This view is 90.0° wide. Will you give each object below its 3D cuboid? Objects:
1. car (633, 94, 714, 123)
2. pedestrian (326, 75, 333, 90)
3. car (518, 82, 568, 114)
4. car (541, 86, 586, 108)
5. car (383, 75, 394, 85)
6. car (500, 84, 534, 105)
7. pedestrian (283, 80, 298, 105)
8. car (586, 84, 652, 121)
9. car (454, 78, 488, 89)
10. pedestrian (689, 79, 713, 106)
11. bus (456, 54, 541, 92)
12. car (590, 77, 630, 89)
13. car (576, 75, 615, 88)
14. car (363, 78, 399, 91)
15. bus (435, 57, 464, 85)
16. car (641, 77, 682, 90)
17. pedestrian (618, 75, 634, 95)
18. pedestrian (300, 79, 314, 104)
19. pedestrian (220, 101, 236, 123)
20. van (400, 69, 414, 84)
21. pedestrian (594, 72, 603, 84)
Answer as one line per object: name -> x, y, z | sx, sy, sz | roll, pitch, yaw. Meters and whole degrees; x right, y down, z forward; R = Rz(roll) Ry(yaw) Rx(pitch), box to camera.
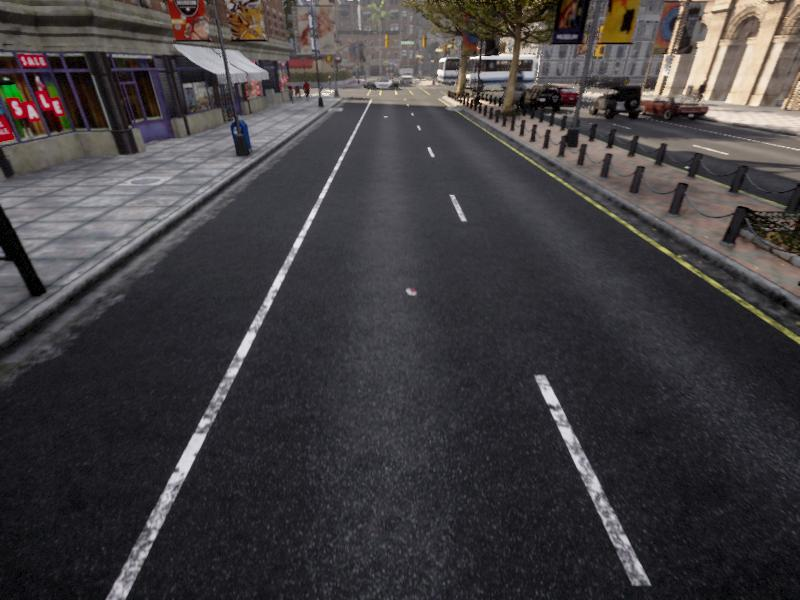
car -> 17.467, -12.469, 25.858 | 1.895, 1.301, 4.718 | -1, 30, -1
pedestrian -> -10.208, -31.604, 58.134 | 0.751, 1.860, 0.751 | -4, 31, -7
car -> 10.591, -15.261, 30.110 | 1.932, 1.855, 4.605 | -1, 30, -1
car -> 13.975, -17.510, 34.429 | 1.994, 1.385, 4.181 | -1, 30, -1
car -> -2.230, -42.469, 77.135 | 2.033, 1.411, 5.357 | -1, 30, -1
car -> 10.437, -18.499, 35.983 | 1.845, 1.501, 3.633 | -1, 30, -1
pedestrian -> -9.299, -17.644, 33.993 | 0.751, 1.860, 0.751 | 5, 31, 8
car -> 14.203, -12.998, 26.207 | 1.905, 1.878, 3.866 | -1, 30, -1
car -> 10.731, -32.787, 60.606 | 4.718, 1.301, 1.895 | -1, 30, -1
pedestrian -> 23.687, -16.325, 31.499 | 0.751, 1.860, 0.751 | -1, 30, -1
bus -> 13.175, -30.738, 54.166 | 10.273, 4.253, 3.944 | -10, 31, -17
car -> 30.416, -31.476, 57.996 | 4.514, 1.525, 2.007 | -1, 30, -1
car -> 29.703, -33.295, 60.965 | 4.611, 1.667, 2.242 | -1, 30, -1
car -> -2.700, -30.870, 57.206 | 4.974, 1.542, 2.038 | -1, 30, -2
bus -> 9.158, -43.503, 75.990 | 3.944, 4.253, 10.273 | -1, 30, -1
car -> 35.944, -29.791, 55.130 | 4.193, 1.474, 1.816 | -1, 30, -1
pedestrian -> 24.481, -23.268, 43.346 | 0.751, 1.860, 0.751 | -2, 30, -4
pedestrian -> -8.160, -18.345, 35.181 | 0.751, 1.860, 0.751 | 4, 31, 8
pedestrian -> -10.001, -10.945, 23.312 | 0.500, 1.100, 0.500 | -2, 30, -3
van -> 1.255, -43.202, 77.337 | 2.351, 2.431, 6.366 | -1, 30, -1
pedestrian -> 34.268, -38.464, 69.218 | 0.751, 1.860, 0.751 | -1, 30, -1
